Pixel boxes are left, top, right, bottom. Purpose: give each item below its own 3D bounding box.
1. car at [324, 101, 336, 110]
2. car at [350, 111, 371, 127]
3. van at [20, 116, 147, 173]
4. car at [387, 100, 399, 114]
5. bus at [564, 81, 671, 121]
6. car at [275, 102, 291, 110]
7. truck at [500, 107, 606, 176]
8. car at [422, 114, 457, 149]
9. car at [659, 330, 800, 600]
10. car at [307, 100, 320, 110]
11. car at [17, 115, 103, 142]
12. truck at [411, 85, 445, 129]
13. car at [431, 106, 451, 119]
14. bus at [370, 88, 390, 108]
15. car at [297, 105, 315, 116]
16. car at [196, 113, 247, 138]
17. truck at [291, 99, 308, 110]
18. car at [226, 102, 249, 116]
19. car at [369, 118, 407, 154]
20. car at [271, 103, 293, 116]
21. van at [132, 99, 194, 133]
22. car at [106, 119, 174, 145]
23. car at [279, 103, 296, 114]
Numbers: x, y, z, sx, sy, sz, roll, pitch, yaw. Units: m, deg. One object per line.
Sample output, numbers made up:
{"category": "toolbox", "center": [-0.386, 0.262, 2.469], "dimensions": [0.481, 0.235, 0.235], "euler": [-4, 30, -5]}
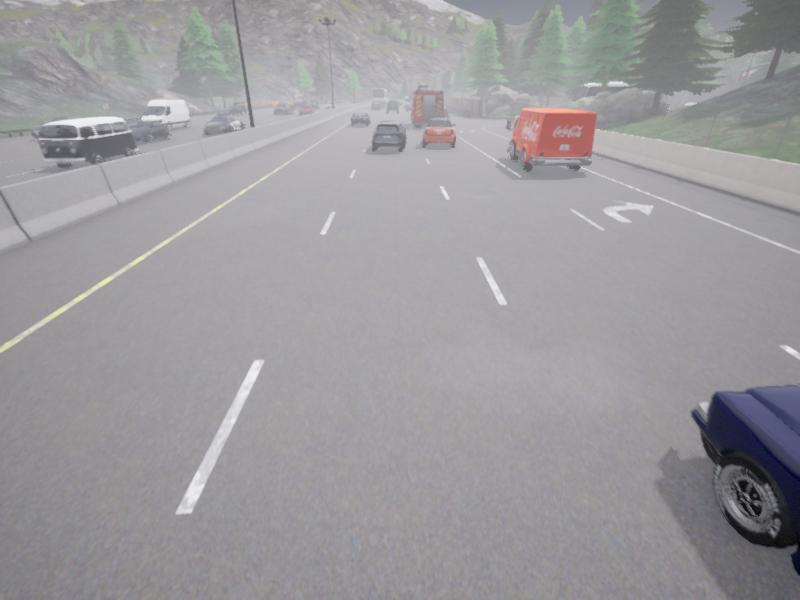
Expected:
{"category": "car", "center": [-15.633, -43.775, 90.008], "dimensions": [1.801, 1.575, 5.366], "euler": [0, 27, -1]}
{"category": "car", "center": [-4.271, -19.790, 43.680], "dimensions": [1.895, 1.301, 4.718], "euler": [0, 27, -1]}
{"category": "van", "center": [-14.305, -7.332, 18.589], "dimensions": [2.069, 2.038, 4.480], "euler": [0, 27, -1]}
{"category": "car", "center": [-1.320, -35.229, 72.909], "dimensions": [2.150, 2.045, 5.566], "euler": [0, 27, -1]}
{"category": "bus", "center": [26.328, -24.375, 49.079], "dimensions": [10.273, 4.253, 3.944], "euler": [0, 27, 0]}
{"category": "car", "center": [-26.125, -43.431, 89.398], "dimensions": [2.128, 1.511, 4.902], "euler": [0, 27, -1]}
{"category": "truck", "center": [6.669, -7.445, 18.437], "dimensions": [2.627, 2.467, 5.204], "euler": [0, 27, -1]}
{"category": "car", "center": [2.610, -11.363, 26.779], "dimensions": [2.097, 1.767, 4.553], "euler": [2, 27, 4]}
{"category": "car", "center": [3.520, 1.903, 1.526], "dimensions": [1.895, 1.301, 4.718], "euler": [0, 27, -1]}
{"category": "car", "center": [-19.117, -43.248, 88.609], "dimensions": [1.905, 1.878, 3.866], "euler": [0, 27, -1]}
{"category": "car", "center": [-25.014, -12.797, 29.745], "dimensions": [2.128, 1.511, 4.902], "euler": [0, 27, -1]}
{"category": "truck", "center": [2.754, -20.476, 42.283], "dimensions": [2.891, 3.827, 8.468], "euler": [0, 27, -1]}
{"category": "car", "center": [5.818, -27.156, 57.851], "dimensions": [2.163, 1.488, 4.792], "euler": [-1, 27, -2]}
{"category": "bus", "center": [-4.937, -50.881, 100.907], "dimensions": [3.944, 4.253, 10.273], "euler": [2, 27, 3]}
{"category": "car", "center": [-15.168, -30.756, 64.785], "dimensions": [2.007, 1.525, 4.514], "euler": [0, 27, -1]}
{"category": "car", "center": [-14.572, -14.455, 32.996], "dimensions": [2.038, 1.542, 4.974], "euler": [0, 27, -1]}
{"category": "truck", "center": [-22.638, -44.392, 90.562], "dimensions": [2.390, 2.098, 6.274], "euler": [0, 27, -1]}
{"category": "car", "center": [-25.646, -30.289, 63.374], "dimensions": [1.905, 1.878, 3.866], "euler": [0, 27, -1]}
{"category": "car", "center": [-0.657, -10.258, 24.796], "dimensions": [2.033, 1.649, 4.856], "euler": [1, 27, 2]}
{"category": "car", "center": [-18.647, -30.307, 63.531], "dimensions": [2.097, 1.767, 4.553], "euler": [0, 27, -1]}
{"category": "van", "center": [-21.657, -17.096, 37.002], "dimensions": [1.988, 2.561, 5.915], "euler": [0, 27, -1]}
{"category": "car", "center": [-17.979, -11.796, 27.991], "dimensions": [1.994, 1.385, 4.181], "euler": [0, 27, -1]}
{"category": "car", "center": [-19.803, -33.784, 70.565], "dimensions": [1.851, 1.617, 3.988], "euler": [0, 27, -1]}
